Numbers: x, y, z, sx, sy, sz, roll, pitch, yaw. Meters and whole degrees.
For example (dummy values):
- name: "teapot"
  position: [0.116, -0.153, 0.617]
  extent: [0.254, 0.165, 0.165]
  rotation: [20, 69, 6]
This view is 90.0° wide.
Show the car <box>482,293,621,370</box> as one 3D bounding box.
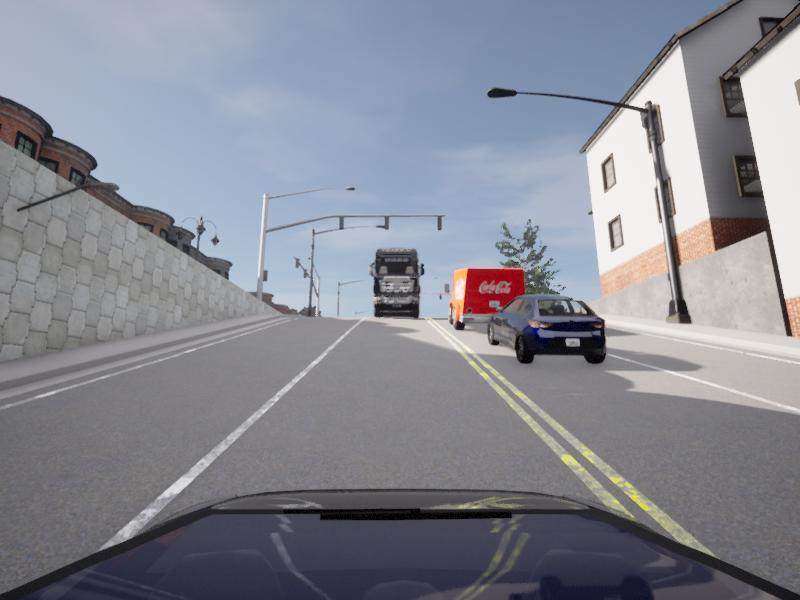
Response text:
- name: "car"
  position: [3.420, 0.593, 9.996]
  extent: [1.816, 1.474, 4.193]
  rotation: [1, 1, 0]

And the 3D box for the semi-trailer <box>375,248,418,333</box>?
- name: "semi-trailer"
  position: [-0.266, -0.056, 32.352]
  extent: [2.717, 4.402, 14.254]
  rotation: [0, -9, 0]

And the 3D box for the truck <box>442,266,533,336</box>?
- name: "truck"
  position: [3.406, -0.040, 16.982]
  extent: [2.627, 2.467, 5.204]
  rotation: [1, 2, 0]

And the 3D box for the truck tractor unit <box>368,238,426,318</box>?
- name: "truck tractor unit"
  position: [-0.201, -1.016, 24.381]
  extent: [3.053, 4.208, 6.516]
  rotation: [0, -3, -1]
